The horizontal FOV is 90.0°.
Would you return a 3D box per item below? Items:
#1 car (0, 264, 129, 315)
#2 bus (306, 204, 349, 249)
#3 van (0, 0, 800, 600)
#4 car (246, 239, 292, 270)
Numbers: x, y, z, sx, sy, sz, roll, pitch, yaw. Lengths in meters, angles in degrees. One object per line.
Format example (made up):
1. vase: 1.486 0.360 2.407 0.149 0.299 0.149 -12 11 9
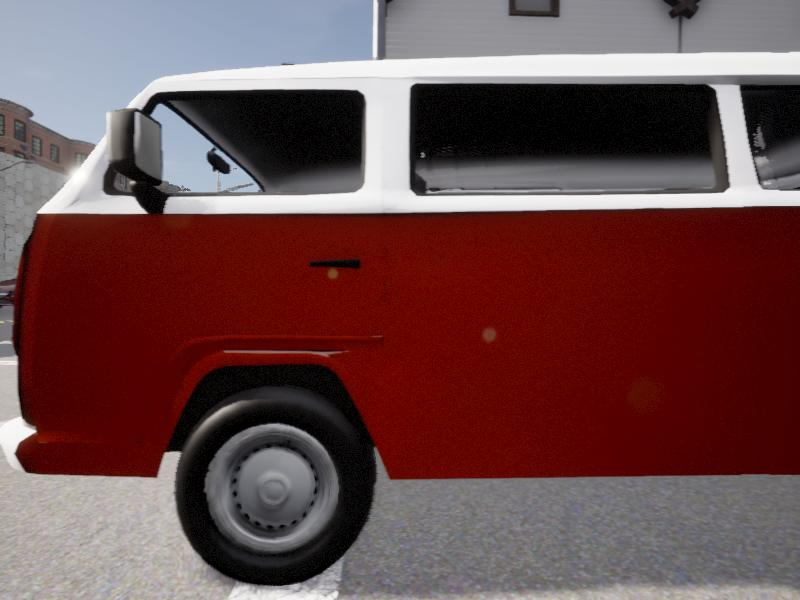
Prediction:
1. car: -12.474 -0.532 14.578 1.812 1.442 4.674 1 7 2
2. bus: -9.277 -9.414 52.891 3.944 4.253 10.273 0 1 -1
3. van: 0.714 -0.030 2.214 4.480 2.038 2.069 -1 0 0
4. car: -9.042 -3.252 28.056 1.851 1.617 3.988 1 14 0
